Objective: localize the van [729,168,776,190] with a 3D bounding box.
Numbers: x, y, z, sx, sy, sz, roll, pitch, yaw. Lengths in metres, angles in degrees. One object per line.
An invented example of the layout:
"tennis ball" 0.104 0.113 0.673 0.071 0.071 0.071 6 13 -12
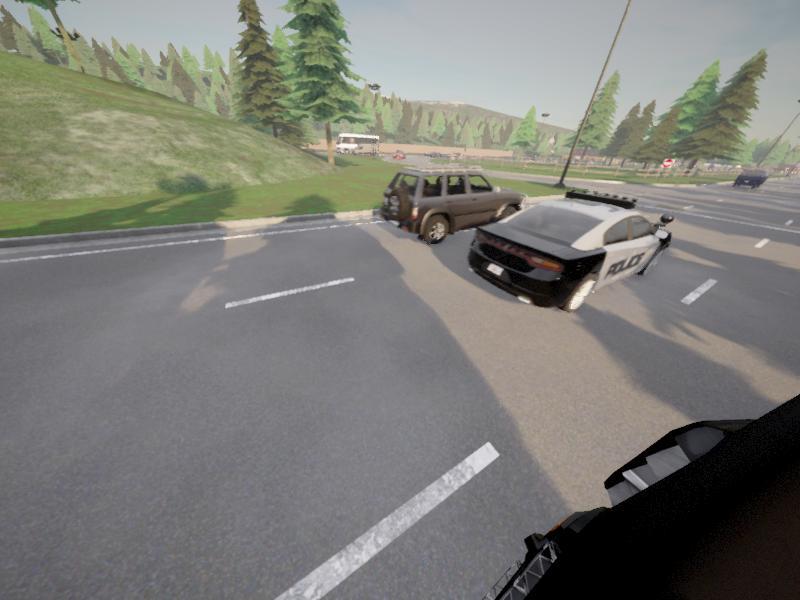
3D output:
"van" 41.290 -14.218 27.065 4.442 1.987 1.775 -16 38 -26

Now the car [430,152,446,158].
"car" 12.343 -46.927 74.593 4.514 1.525 2.007 -16 38 -26

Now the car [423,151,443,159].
"car" 8.980 -39.345 62.690 5.238 1.638 1.930 -16 38 -26

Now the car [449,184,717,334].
"car" 3.785 -1.299 4.770 5.238 1.638 1.930 -16 38 -26

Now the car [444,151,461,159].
"car" 15.922 -43.646 69.546 4.605 1.855 1.932 -16 38 -26

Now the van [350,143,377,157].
"van" -8.414 -34.779 53.546 5.915 2.561 1.988 -16 38 -26

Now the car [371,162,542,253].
"car" 1.673 -3.031 7.006 4.605 1.855 1.932 -16 38 -25

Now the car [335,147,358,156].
"car" -13.411 -37.339 58.090 5.027 1.651 2.152 -16 38 -26

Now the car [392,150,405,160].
"car" -0.248 -29.984 47.758 2.242 1.667 4.611 6 33 4

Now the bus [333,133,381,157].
"bus" -10.161 -37.146 55.419 10.273 4.253 3.944 -16 38 -26
